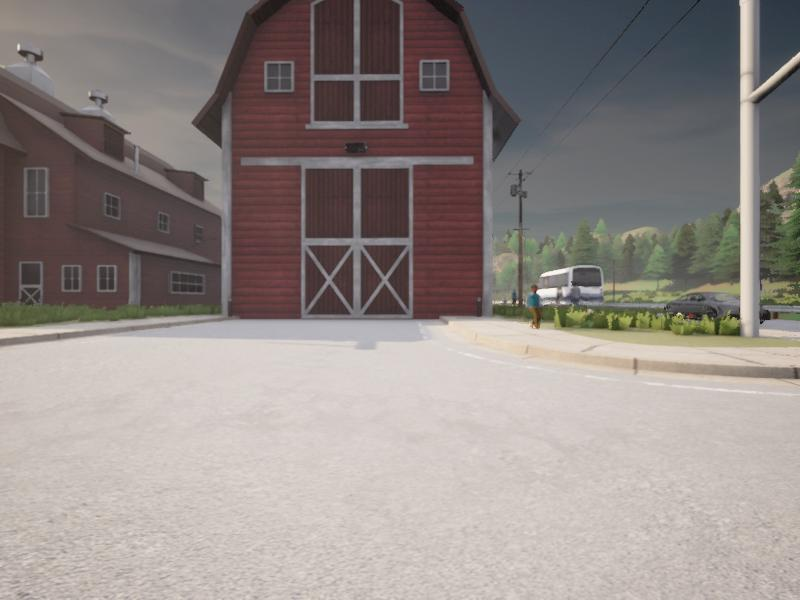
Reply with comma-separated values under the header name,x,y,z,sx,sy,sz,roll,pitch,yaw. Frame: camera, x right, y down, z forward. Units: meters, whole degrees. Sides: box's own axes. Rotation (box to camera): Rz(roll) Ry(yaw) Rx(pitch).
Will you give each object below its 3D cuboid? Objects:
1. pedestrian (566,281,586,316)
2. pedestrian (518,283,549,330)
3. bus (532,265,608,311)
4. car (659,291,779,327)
name,x,y,z,sx,sy,sz,roll,pitch,yaw
pedestrian,9.713,-0.088,22.111,0.751,1.860,0.751,0,0,1
pedestrian,3.212,0.145,9.640,0.500,1.100,0.500,0,0,-23
bus,17.625,-1.108,42.675,3.944,4.253,10.273,0,0,1
car,13.672,0.336,17.555,1.994,1.385,4.181,0,0,1
